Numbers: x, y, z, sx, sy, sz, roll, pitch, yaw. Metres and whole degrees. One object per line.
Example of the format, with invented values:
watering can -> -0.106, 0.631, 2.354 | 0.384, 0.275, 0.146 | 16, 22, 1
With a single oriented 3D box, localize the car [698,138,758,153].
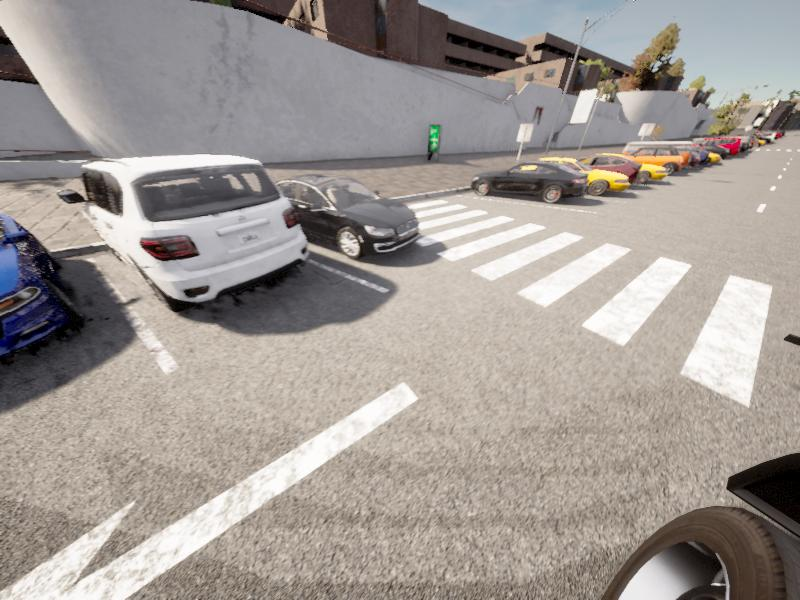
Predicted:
car -> 49.543, -23.531, 35.109 | 4.553, 1.767, 2.185 | 21, 41, 29

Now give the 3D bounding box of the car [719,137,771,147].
car -> 69.020, -31.702, 46.339 | 5.366, 1.575, 1.946 | 21, 41, 29

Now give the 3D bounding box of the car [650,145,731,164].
car -> 29.997, -15.268, 24.183 | 4.792, 1.488, 2.163 | 21, 40, 29

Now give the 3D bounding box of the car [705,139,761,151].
car -> 54.450, -25.454, 37.962 | 4.792, 1.488, 2.163 | 21, 40, 29

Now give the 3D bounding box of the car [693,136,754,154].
car -> 46.976, -22.639, 33.747 | 4.442, 1.987, 1.878 | 21, 41, 29

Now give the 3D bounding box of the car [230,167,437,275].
car -> -1.800, -2.417, 6.050 | 4.892, 1.521, 2.231 | 21, 40, 29

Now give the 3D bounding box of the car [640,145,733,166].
car -> 27.682, -14.241, 22.707 | 5.366, 1.575, 1.946 | 21, 40, 29

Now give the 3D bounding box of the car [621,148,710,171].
car -> 22.638, -12.258, 20.032 | 4.674, 1.452, 2.002 | 21, 41, 29

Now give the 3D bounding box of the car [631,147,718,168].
car -> 25.055, -13.273, 21.434 | 4.792, 1.488, 2.163 | 21, 40, 29

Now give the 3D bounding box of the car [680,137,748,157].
car -> 39.843, -19.511, 29.515 | 4.442, 1.987, 1.878 | 21, 40, 29

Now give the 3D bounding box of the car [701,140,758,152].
car -> 51.966, -24.423, 36.591 | 4.674, 1.452, 2.002 | 21, 41, 29

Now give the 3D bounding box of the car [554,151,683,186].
car -> 13.013, -8.280, 14.336 | 5.366, 1.575, 1.946 | 21, 40, 29

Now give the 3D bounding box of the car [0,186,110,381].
car -> -6.684, -0.427, 3.261 | 5.008, 1.535, 2.097 | 21, 40, 29

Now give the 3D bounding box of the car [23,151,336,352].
car -> -4.270, -1.633, 4.515 | 5.566, 2.045, 2.435 | 21, 40, 29

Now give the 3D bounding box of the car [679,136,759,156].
car -> 42.214, -20.579, 30.918 | 5.566, 2.045, 2.435 | 21, 40, 29

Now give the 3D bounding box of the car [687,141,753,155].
car -> 44.639, -21.396, 32.444 | 4.892, 1.521, 2.231 | 21, 41, 29

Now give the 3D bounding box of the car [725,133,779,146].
car -> 74.118, -33.908, 48.863 | 5.566, 2.045, 2.435 | 21, 40, 29

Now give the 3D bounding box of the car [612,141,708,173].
car -> 20.293, -11.451, 18.443 | 4.442, 1.987, 1.878 | 21, 40, 29

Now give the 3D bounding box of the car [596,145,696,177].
car -> 17.769, -10.401, 17.136 | 4.553, 1.767, 2.185 | 21, 40, 28

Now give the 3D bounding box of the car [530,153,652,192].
car -> 10.390, -7.336, 13.053 | 4.792, 1.488, 2.163 | 21, 40, 29

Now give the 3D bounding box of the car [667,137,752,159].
car -> 37.274, -18.554, 28.189 | 5.566, 2.045, 2.435 | 21, 41, 29

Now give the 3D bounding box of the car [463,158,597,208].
car -> 5.532, -5.347, 10.246 | 4.674, 1.452, 2.002 | 21, 40, 29

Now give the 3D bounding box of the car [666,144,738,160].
car -> 34.863, -17.290, 26.963 | 4.674, 1.452, 2.002 | 21, 41, 29

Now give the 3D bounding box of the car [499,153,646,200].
car -> 8.125, -6.313, 11.535 | 5.366, 1.575, 1.946 | 21, 40, 29

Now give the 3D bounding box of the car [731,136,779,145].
car -> 79.165, -35.737, 51.675 | 5.366, 1.575, 1.946 | 21, 41, 29
